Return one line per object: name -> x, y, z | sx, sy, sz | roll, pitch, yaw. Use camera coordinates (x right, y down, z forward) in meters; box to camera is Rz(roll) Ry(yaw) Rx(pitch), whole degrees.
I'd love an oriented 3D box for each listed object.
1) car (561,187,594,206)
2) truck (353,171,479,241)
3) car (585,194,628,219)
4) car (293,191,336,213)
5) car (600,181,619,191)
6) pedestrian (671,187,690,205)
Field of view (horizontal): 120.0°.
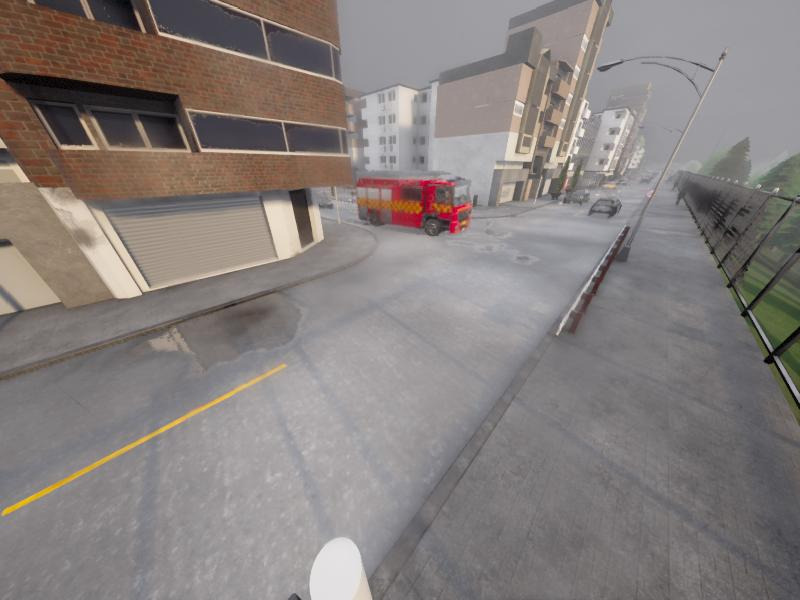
car -> 22.786, -13.386, 29.605 | 4.553, 1.767, 2.097 | -27, 39, -38
truck -> 0.789, -7.256, 16.958 | 8.468, 3.827, 2.891 | 20, 36, 30
car -> 20.190, -9.236, 22.585 | 4.856, 1.649, 2.033 | -26, 39, -37
car -> -9.408, -10.835, 25.359 | 2.152, 1.651, 5.027 | -27, 39, -38
car -> 42.231, -22.997, 46.503 | 5.366, 1.575, 1.801 | -27, 39, -38
pedestrian -> 33.229, -12.275, 27.358 | 0.751, 1.860, 0.751 | 26, 39, 37
